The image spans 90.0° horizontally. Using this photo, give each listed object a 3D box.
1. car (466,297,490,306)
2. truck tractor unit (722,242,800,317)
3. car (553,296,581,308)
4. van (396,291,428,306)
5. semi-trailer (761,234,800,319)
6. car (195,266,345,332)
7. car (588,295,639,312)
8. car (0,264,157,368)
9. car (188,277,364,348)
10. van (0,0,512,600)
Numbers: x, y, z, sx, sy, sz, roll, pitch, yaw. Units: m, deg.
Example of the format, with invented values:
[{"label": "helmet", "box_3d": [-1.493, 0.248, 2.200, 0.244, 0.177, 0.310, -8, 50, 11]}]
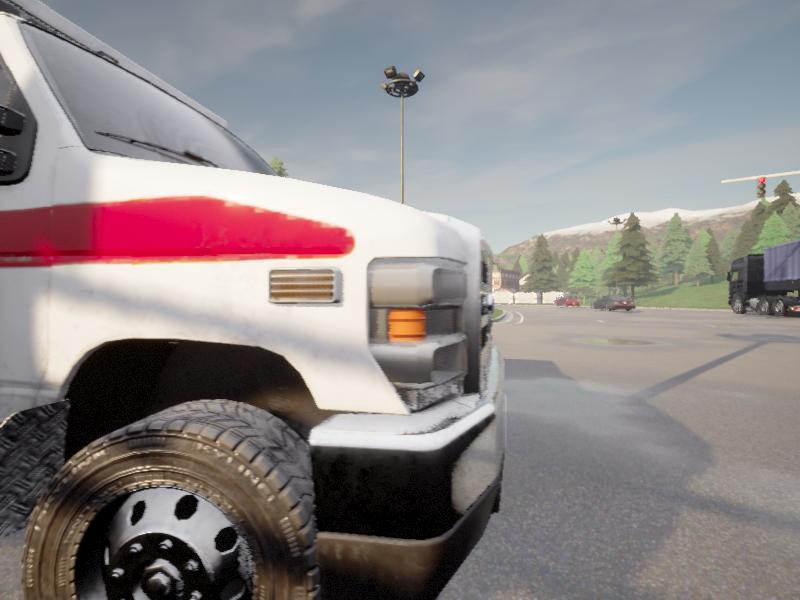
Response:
[{"label": "car", "box_3d": [12.426, 0.227, 63.893, 1.845, 1.501, 3.633, 1, 0, -32]}, {"label": "truck tractor unit", "box_3d": [23.777, -1.127, 25.182, 3.053, 4.208, 6.516, 1, 0, 15]}, {"label": "car", "box_3d": [21.390, 0.226, 51.448, 1.845, 1.501, 3.633, 0, 0, -5]}, {"label": "van", "box_3d": [2.090, -0.278, 71.249, 5.915, 2.561, 1.988, 0, -1, 43]}, {"label": "semi-trailer", "box_3d": [20.990, -1.227, 17.780, 2.717, 4.402, 14.254, 0, 0, 22]}, {"label": "car", "box_3d": [-4.908, -0.031, 14.784, 5.566, 2.045, 2.150, 0, 0, 31]}, {"label": "car", "box_3d": [18.764, 0.294, 35.480, 2.033, 1.411, 5.357, 0, 0, 5]}, {"label": "car", "box_3d": [-6.489, 0.227, 7.459, 3.633, 1.501, 1.845, 0, 0, 31]}, {"label": "car", "box_3d": [-3.037, 0.253, 9.952, 3.806, 1.475, 1.970, 0, 0, 22]}, {"label": "van", "box_3d": [-2.658, -0.222, 2.392, 6.366, 2.431, 2.351, 0, 0, 15]}]
